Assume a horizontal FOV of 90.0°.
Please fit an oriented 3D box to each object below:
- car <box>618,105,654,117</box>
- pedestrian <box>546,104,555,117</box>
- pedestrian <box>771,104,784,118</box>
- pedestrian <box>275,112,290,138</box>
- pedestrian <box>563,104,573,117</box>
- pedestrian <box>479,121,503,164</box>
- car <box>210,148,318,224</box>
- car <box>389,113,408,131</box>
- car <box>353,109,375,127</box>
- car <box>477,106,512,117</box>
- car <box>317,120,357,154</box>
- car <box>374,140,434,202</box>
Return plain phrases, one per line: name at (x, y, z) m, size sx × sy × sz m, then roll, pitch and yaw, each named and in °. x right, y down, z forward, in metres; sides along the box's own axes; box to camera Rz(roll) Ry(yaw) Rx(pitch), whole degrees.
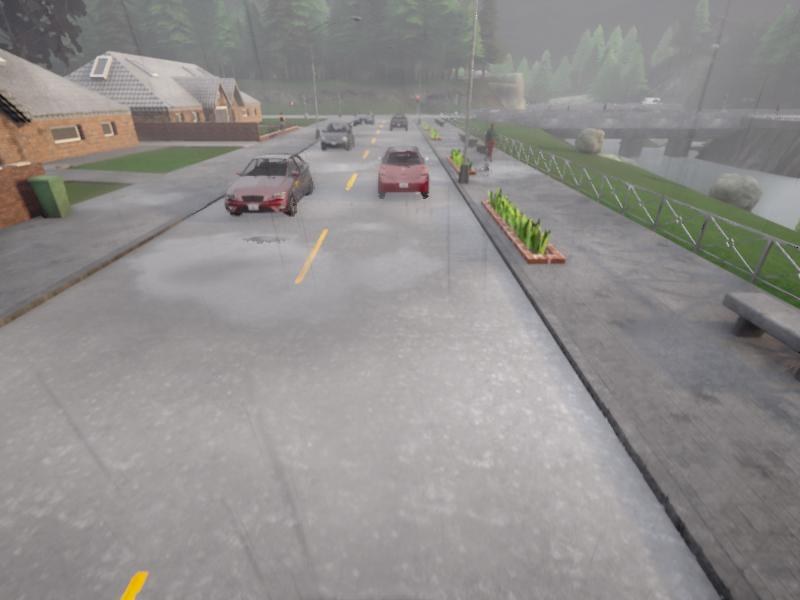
car at (40.567, -32.550, 68.854) m, size 4.611 × 1.667 × 2.242 m, roll 0°, pitch 27°, yaw 0°
pedestrian at (23.363, -29.427, 62.108) m, size 0.751 × 1.860 × 0.751 m, roll 3°, pitch 27°, yaw 6°
pedestrian at (55.505, -27.784, 58.844) m, size 0.751 × 1.860 × 0.751 m, roll -17°, pitch 31°, yaw -30°
pedestrian at (-9.139, -13.642, 31.161) m, size 0.751 × 1.860 × 0.751 m, roll 0°, pitch 27°, yaw 0°
pedestrian at (25.705, -29.011, 61.288) m, size 0.751 × 1.860 × 0.751 m, roll -5°, pitch 27°, yaw -9°
pedestrian at (4.365, -7.596, 19.277) m, size 0.751 × 1.860 × 0.751 m, roll -6°, pitch 28°, yaw -11°
car at (-3.852, -3.628, 12.205) m, size 1.816 × 1.474 × 4.193 m, roll 0°, pitch 27°, yaw 0°
car at (-0.092, -18.268, 40.939) m, size 1.816 × 1.474 × 4.193 m, roll 0°, pitch 27°, yaw 0°
car at (-4.087, -21.063, 46.216) m, size 2.242 × 1.667 × 4.611 m, roll 0°, pitch 27°, yaw -1°
car at (15.338, -30.690, 65.174) m, size 4.974 × 1.542 × 2.038 m, roll 0°, pitch 27°, yaw 0°
car at (-3.868, -10.310, 25.176) m, size 1.851 × 1.617 × 3.988 m, roll 0°, pitch 27°, yaw 0°
car at (0.113, -4.686, 14.219) m, size 1.845 × 1.501 × 3.633 m, roll 0°, pitch 27°, yaw 0°
